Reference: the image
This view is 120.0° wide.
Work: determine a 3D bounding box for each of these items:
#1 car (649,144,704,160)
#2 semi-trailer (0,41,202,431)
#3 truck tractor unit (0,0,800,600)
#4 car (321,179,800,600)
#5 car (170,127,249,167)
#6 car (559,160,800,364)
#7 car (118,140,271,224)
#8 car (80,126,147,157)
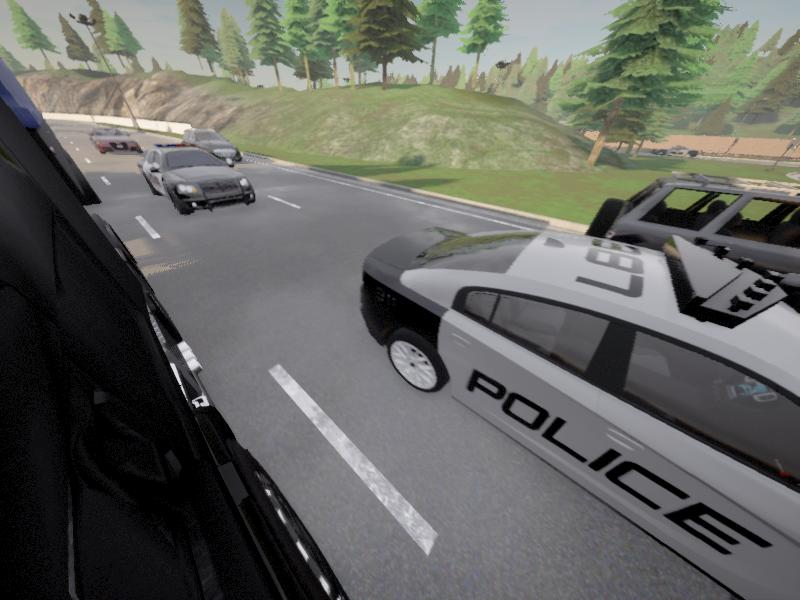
[{"bbox_3d":[42.238,-22.826,35.512,5.238,1.638,1.930,28,44,29],"label":"car"},{"bbox_3d":[-8.710,-3.603,4.208,14.254,4.402,2.717,28,44,30],"label":"semi-trailer"},{"bbox_3d":[-2.645,-0.295,0.351,6.516,4.208,3.053,28,44,30],"label":"truck tractor unit"},{"bbox_3d":[1.922,0.477,1.779,5.238,1.638,1.930,28,44,30],"label":"car"},{"bbox_3d":[-11.786,-9.543,14.258,4.856,1.649,2.033,28,44,30],"label":"car"},{"bbox_3d":[5.344,-0.533,3.152,4.605,1.855,1.932,28,44,30],"label":"car"},{"bbox_3d":[-6.514,-3.955,7.247,4.974,1.542,2.038,27,43,30],"label":"car"},{"bbox_3d":[-19.173,-10.631,15.441,4.181,1.385,1.994,28,44,30],"label":"car"}]
